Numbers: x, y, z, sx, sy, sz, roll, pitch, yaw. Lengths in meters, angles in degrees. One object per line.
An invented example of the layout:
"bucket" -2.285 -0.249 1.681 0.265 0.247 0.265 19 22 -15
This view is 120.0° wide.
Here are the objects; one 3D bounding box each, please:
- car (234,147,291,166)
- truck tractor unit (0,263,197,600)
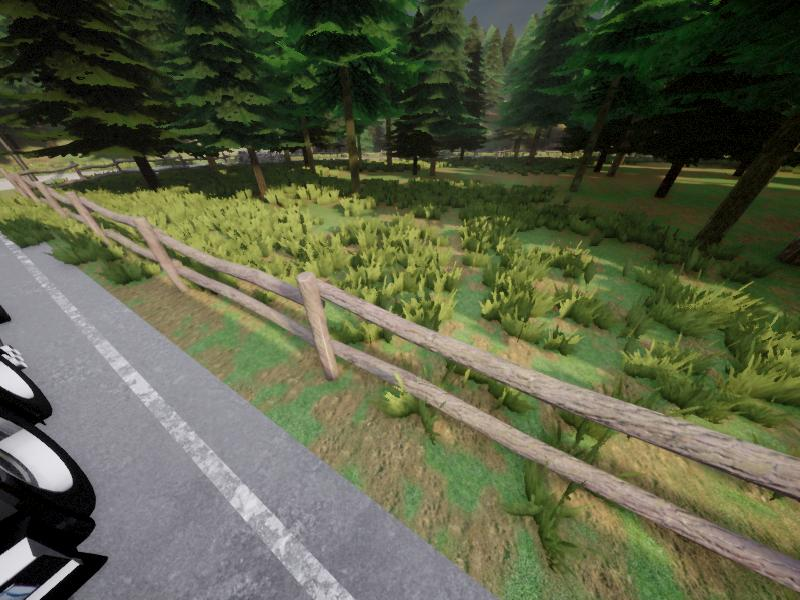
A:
"car" -15.669 -16.542 26.476 5.027 1.651 2.152 -25 41 -31
"truck tractor unit" -5.110 -0.302 0.781 6.516 4.208 3.053 18 39 24
